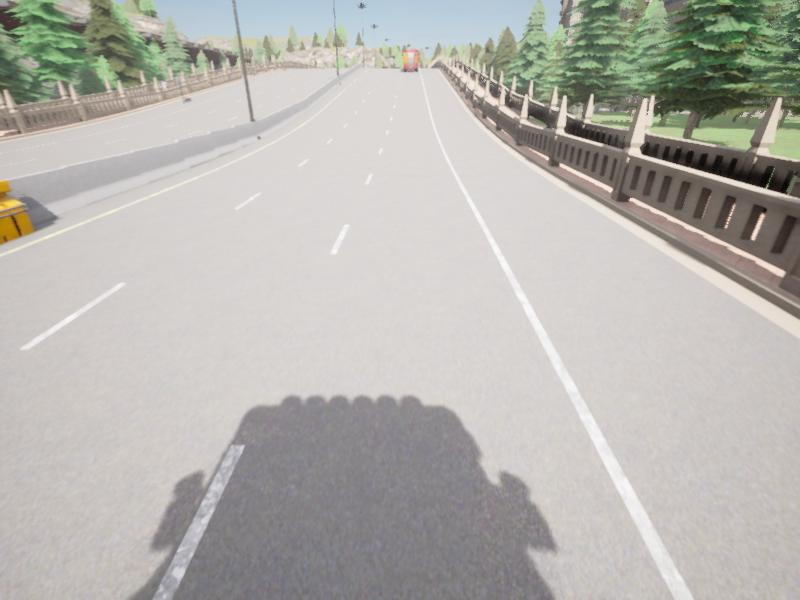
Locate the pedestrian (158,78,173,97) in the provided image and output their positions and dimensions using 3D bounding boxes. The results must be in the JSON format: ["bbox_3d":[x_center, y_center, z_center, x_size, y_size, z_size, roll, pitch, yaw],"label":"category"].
[{"bbox_3d":[-27.194,-24.648,46.431,0.751,1.860,0.751,0,27,1],"label":"pedestrian"}]

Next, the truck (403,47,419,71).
[{"bbox_3d":[2.124,-46.807,77.685,2.891,3.827,8.468,0,32,1],"label":"truck"}]
